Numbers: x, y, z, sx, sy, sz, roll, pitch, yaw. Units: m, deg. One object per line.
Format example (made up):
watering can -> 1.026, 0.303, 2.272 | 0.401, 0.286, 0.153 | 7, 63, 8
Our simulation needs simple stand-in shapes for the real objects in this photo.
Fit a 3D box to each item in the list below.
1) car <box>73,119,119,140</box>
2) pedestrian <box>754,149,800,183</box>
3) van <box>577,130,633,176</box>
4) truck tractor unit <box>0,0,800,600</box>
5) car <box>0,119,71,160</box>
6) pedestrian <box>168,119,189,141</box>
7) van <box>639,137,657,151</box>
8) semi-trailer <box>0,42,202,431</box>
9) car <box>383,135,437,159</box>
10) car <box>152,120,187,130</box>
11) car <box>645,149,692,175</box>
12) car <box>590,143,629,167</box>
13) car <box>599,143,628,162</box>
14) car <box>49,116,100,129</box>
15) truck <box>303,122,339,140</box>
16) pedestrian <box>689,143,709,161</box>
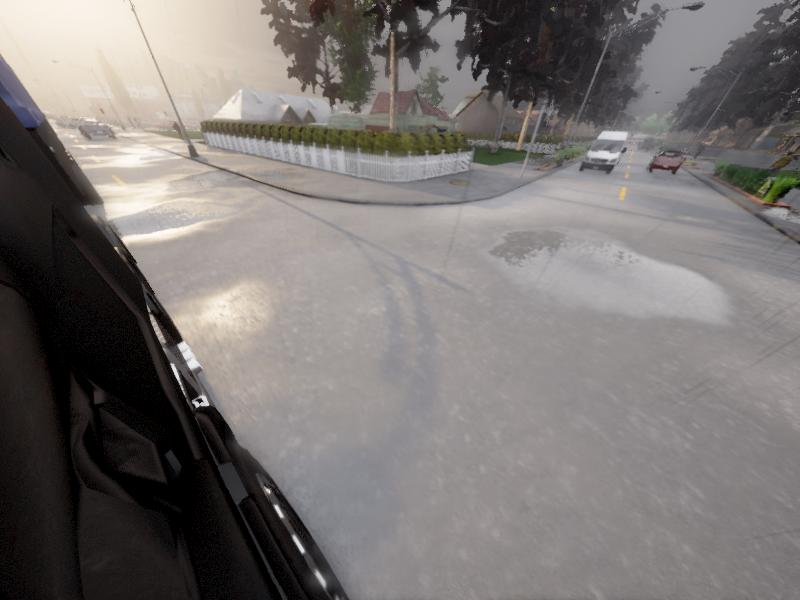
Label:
car -> -32.548, -18.276, 24.724 | 5.027, 1.651, 2.152 | 28, 44, 30
pedestrian -> 24.961, -8.836, 15.264 | 0.751, 1.860, 0.751 | 28, 44, 30
van -> 15.930, -11.441, 17.843 | 1.988, 2.561, 5.915 | 28, 44, 30
truck tractor unit -> -2.645, -0.295, 0.351 | 6.516, 4.208, 3.053 | 28, 44, 30
car -> -22.189, -9.655, 13.794 | 4.611, 1.667, 2.242 | 28, 44, 30
pedestrian -> -23.436, -17.967, 24.465 | 0.751, 1.860, 0.751 | 29, 44, 31
van -> 60.197, -38.063, 56.170 | 1.988, 2.561, 5.915 | 28, 44, 30
semi-trailer -> -8.700, -3.598, 4.235 | 14.254, 4.402, 2.717 | 28, 44, 30
car -> 0.752, -12.993, 19.502 | 4.181, 1.381, 1.994 | 28, 44, 30
car -> -47.848, -36.369, 48.056 | 2.007, 1.525, 4.514 | 28, 44, 30
car -> 21.948, -11.450, 19.061 | 1.845, 1.501, 3.633 | 28, 43, 30
car -> 20.835, -14.445, 22.924 | 2.152, 1.651, 5.027 | 28, 44, 30
car -> 25.439, -17.587, 27.449 | 1.801, 1.575, 5.366 | 28, 44, 30
car -> -54.022, -29.482, 38.458 | 2.007, 1.525, 4.514 | 4, 37, 2
truck -> -11.868, -25.554, 35.077 | 2.069, 2.038, 4.478 | 28, 44, 30
pedestrian -> 39.418, -19.504, 30.435 | 0.751, 1.860, 0.751 | 32, 46, 33
